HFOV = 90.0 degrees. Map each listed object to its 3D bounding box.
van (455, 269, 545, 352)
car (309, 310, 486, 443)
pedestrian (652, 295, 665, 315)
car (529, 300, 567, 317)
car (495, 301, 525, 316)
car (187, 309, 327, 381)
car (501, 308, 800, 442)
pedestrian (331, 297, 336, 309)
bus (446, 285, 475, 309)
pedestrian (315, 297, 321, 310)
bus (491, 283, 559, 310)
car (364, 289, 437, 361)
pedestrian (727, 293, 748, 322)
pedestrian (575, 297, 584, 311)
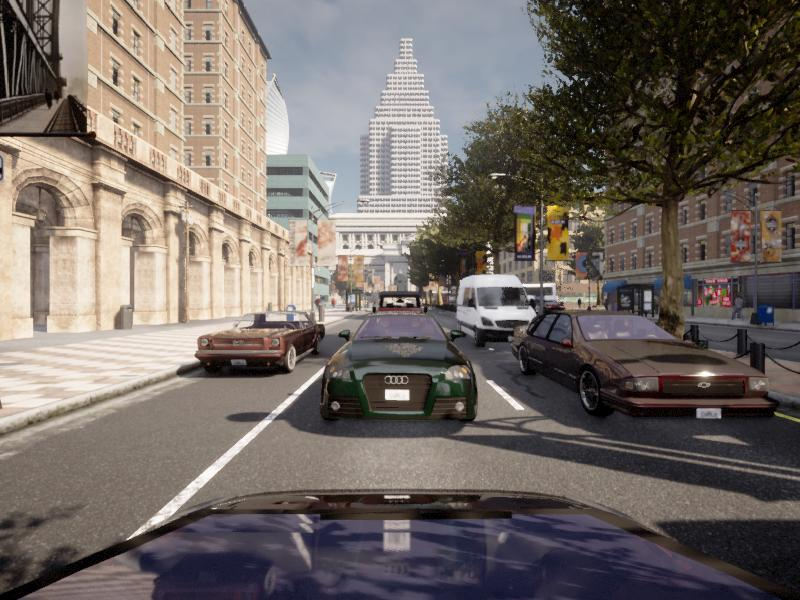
[{"bbox_3d":[3.503,0.323,15.362,1.988,2.561,5.915,0,0,0],"label":"van"},{"bbox_3d":[0.010,0.908,6.581,1.994,1.385,4.181,0,0,1],"label":"car"},{"bbox_3d":[24.898,0.486,38.546,0.751,1.860,0.751,0,0,2],"label":"pedestrian"},{"bbox_3d":[15.013,0.827,40.967,2.038,1.542,4.974,0,0,0],"label":"car"},{"bbox_3d":[11.512,0.845,42.276,1.837,1.490,4.892,0,0,0],"label":"car"},{"bbox_3d":[-3.246,0.939,10.223,1.895,1.301,4.718,0,0,0],"label":"car"},{"bbox_3d":[3.501,0.895,7.189,2.033,1.411,5.357,0,0,0],"label":"car"},{"bbox_3d":[-10.670,0.486,64.164,0.751,1.860,0.751,0,0,0],"label":"pedestrian"},{"bbox_3d":[11.401,-0.537,76.190,3.944,4.253,10.273,0,0,0],"label":"bus"},{"bbox_3d":[-11.122,0.486,54.503,0.751,1.860,0.751,0,0,-6],"label":"pedestrian"},{"bbox_3d":[20.894,-0.537,66.884,10.273,4.253,3.944,0,0,28],"label":"bus"},{"bbox_3d":[0.002,0.646,12.323,1.905,1.878,3.866,0,0,0],"label":"car"},{"bbox_3d":[22.398,0.486,26.561,0.751,1.860,0.751,0,0,-2],"label":"pedestrian"},{"bbox_3d":[23.073,0.486,51.475,0.751,1.860,0.751,0,0,-13],"label":"pedestrian"}]
